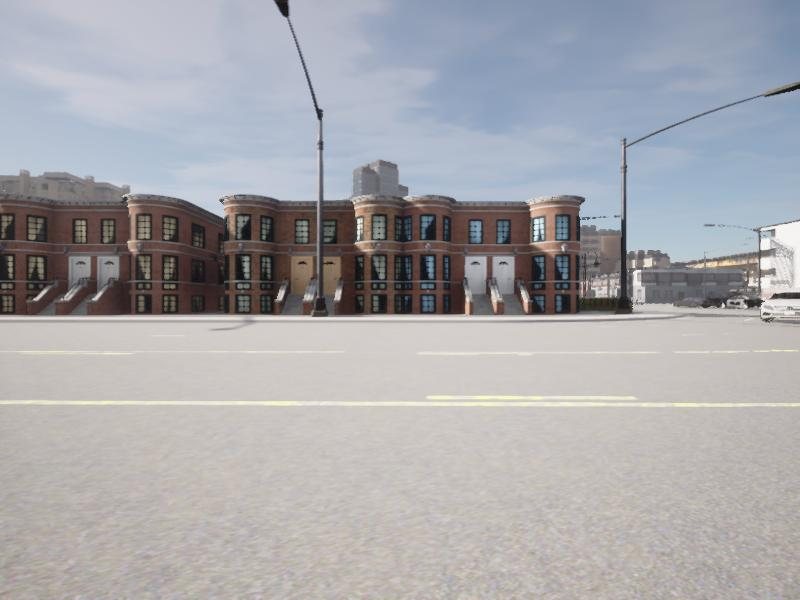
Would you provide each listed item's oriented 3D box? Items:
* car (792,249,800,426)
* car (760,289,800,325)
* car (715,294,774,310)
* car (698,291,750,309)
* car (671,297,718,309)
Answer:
[{"bbox_3d":[5.914,0.296,2.382,5.357,1.411,2.033,0,0,-3],"label":"car"},{"bbox_3d":[17.727,0.282,18.055,4.674,1.442,1.812,0,0,-43],"label":"car"},{"bbox_3d":[36.431,0.201,42.557,1.930,1.638,5.238,0,0,3],"label":"car"},{"bbox_3d":[40.287,0.003,49.926,2.150,2.045,5.566,0,0,2],"label":"car"},{"bbox_3d":[36.795,0.331,50.156,2.033,1.411,5.357,0,0,2],"label":"car"}]
